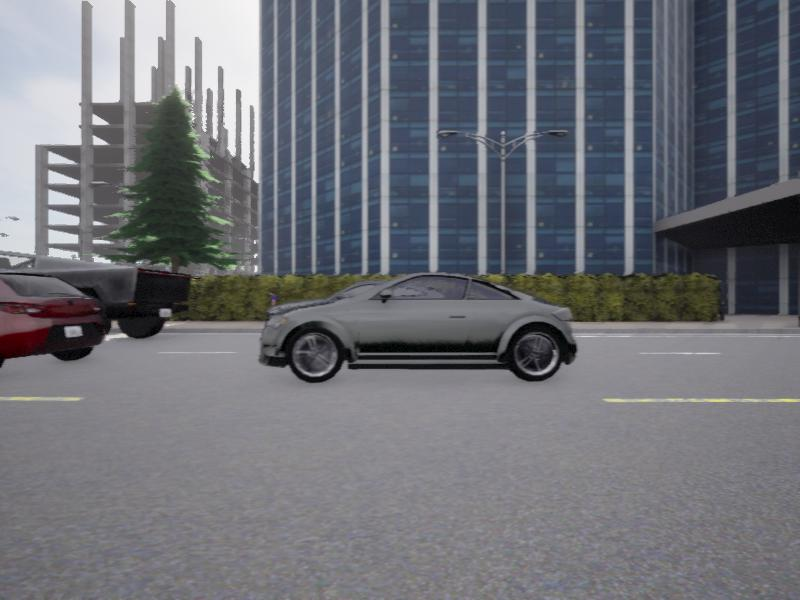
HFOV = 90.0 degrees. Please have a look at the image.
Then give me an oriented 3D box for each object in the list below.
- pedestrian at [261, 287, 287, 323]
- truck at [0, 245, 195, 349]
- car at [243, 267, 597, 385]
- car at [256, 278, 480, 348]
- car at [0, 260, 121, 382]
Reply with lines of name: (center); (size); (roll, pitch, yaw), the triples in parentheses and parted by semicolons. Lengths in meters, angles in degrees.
pedestrian: (-4.675, 0.166, 14.882); (0.751, 1.300, 0.751); (0, 0, 1)
truck: (-8.524, -0.055, 9.307); (6.274, 2.098, 2.390); (0, 0, 1)
car: (0.237, 0.308, 5.727); (4.181, 1.385, 1.994); (0, 0, 0)
car: (-0.664, 0.270, 9.227); (4.674, 1.442, 1.812); (0, 0, 0)
car: (-6.763, 0.256, 5.788); (4.193, 1.474, 1.816); (0, 0, 0)
